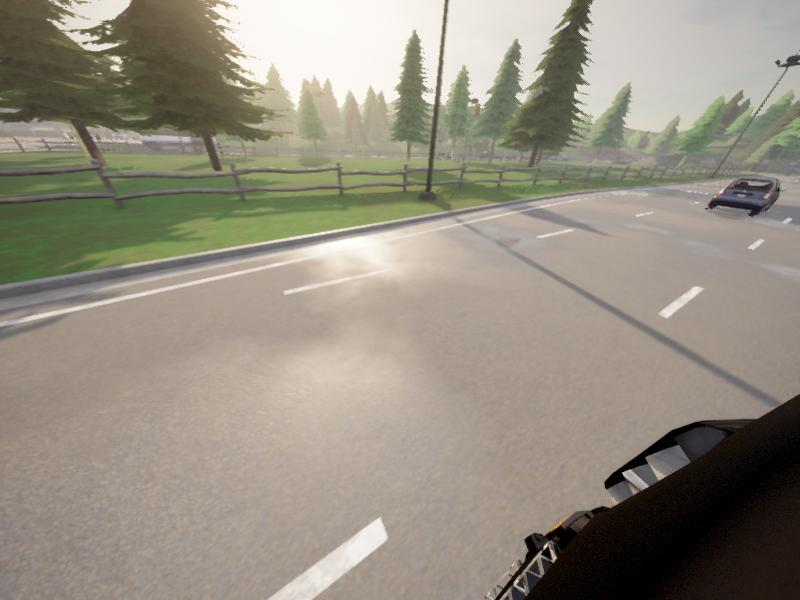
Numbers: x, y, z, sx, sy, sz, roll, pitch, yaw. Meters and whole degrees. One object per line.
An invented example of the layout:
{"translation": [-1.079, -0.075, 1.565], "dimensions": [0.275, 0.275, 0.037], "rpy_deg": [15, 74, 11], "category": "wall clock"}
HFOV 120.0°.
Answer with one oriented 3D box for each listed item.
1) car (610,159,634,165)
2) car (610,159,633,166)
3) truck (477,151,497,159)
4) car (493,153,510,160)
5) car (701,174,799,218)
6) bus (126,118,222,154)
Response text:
{"translation": [74.430, -46.312, 77.518], "dimensions": [5.366, 1.575, 1.801], "rpy_deg": [29, 41, 33], "category": "car"}
{"translation": [72.432, -44.945, 75.504], "dimensions": [2.152, 1.651, 5.027], "rpy_deg": [-26, 43, -36], "category": "car"}
{"translation": [30.142, -50.345, 80.077], "dimensions": [6.274, 2.098, 2.390], "rpy_deg": [-16, 38, -26], "category": "truck"}
{"translation": [32.761, -46.444, 74.788], "dimensions": [5.238, 1.638, 1.930], "rpy_deg": [-16, 38, -26], "category": "car"}
{"translation": [18.243, -5.525, 12.080], "dimensions": [3.988, 1.617, 1.851], "rpy_deg": [-16, 38, -26], "category": "car"}
{"translation": [-37.083, -27.386, 38.904], "dimensions": [10.273, 4.253, 3.944], "rpy_deg": [-16, 38, -26], "category": "bus"}
